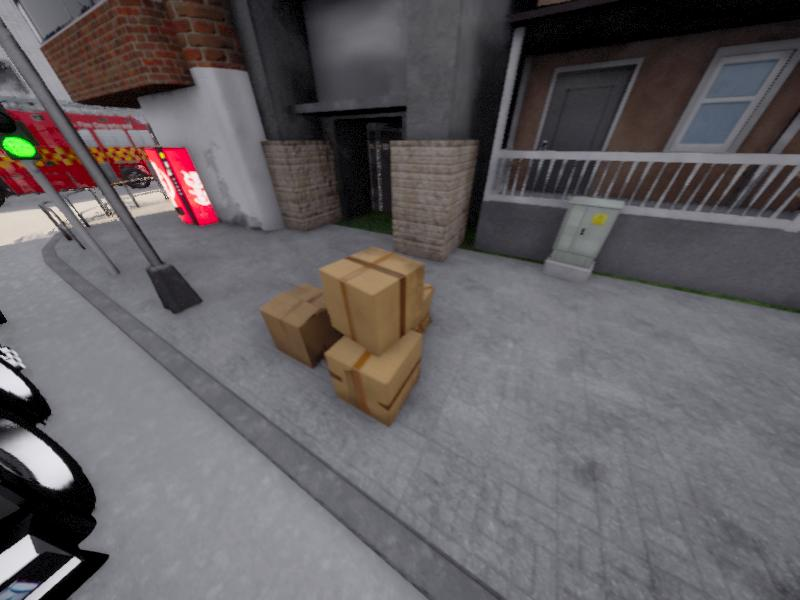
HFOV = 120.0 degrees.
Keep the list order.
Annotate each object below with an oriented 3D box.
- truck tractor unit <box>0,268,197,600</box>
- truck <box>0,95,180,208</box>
[{"bbox_3d":[-5.117,-0.294,0.774,6.516,4.208,3.053,18,39,24],"label":"truck tractor unit"},{"bbox_3d":[-17.063,-7.030,10.919,2.891,3.827,8.468,15,38,21],"label":"truck"}]
